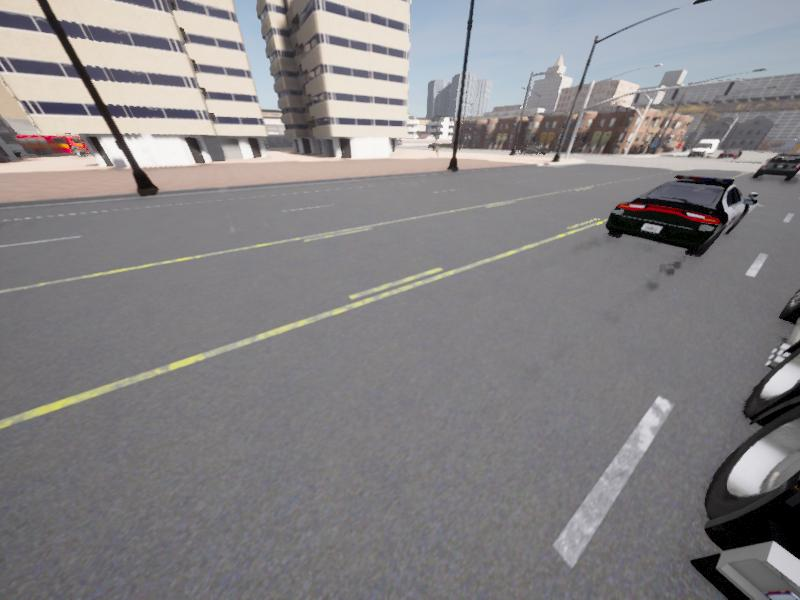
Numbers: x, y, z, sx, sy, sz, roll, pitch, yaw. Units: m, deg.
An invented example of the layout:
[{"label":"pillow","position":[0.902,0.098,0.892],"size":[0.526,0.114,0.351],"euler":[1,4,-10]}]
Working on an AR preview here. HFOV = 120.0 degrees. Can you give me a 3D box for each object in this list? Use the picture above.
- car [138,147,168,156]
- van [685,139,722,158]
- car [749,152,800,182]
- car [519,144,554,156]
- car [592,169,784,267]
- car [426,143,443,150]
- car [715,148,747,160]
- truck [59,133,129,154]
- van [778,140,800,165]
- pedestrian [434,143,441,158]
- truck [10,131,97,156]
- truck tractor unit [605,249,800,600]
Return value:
[{"label":"car","position":[-54.686,-33.025,51.309],"size":[4.193,1.474,1.816],"euler":[-21,40,-28]},{"label":"van","position":[51.955,-25.889,39.497],"size":[5.915,2.561,1.988],"euler":[-20,40,-26]},{"label":"car","position":[28.567,-10.008,17.255],"size":[3.988,1.617,1.851],"euler":[-20,40,-26]},{"label":"car","position":[25.298,-27.996,43.093],"size":[1.930,1.638,5.238],"euler":[-20,40,-26]},{"label":"car","position":[8.056,-2.600,6.477],"size":[4.974,1.542,2.038],"euler":[-19,39,-27]},{"label":"car","position":[10.122,-45.200,67.846],"size":[2.128,1.511,4.902],"euler":[-20,40,-26]},{"label":"car","position":[53.104,-23.451,37.022],"size":[4.181,1.385,1.994],"euler":[-20,39,-26]},{"label":"truck","position":[-69.306,-35.711,52.842],"size":[8.468,3.827,2.891],"euler":[-20,40,-28]},{"label":"van","position":[51.539,-18.541,29.014],"size":[6.366,2.431,2.351],"euler":[-16,39,-22]},{"label":"pedestrian","position":[5.670,-22.652,35.042],"size":[0.751,1.860,0.751],"euler":[-9,36,-14]},{"label":"truck","position":[-68.584,-31.205,46.262],"size":[8.468,3.827,2.891],"euler":[-20,40,-28]},{"label":"truck tractor unit","position":[5.085,-0.326,0.819],"size":[6.516,4.208,3.053],"euler":[-19,39,-25]}]
